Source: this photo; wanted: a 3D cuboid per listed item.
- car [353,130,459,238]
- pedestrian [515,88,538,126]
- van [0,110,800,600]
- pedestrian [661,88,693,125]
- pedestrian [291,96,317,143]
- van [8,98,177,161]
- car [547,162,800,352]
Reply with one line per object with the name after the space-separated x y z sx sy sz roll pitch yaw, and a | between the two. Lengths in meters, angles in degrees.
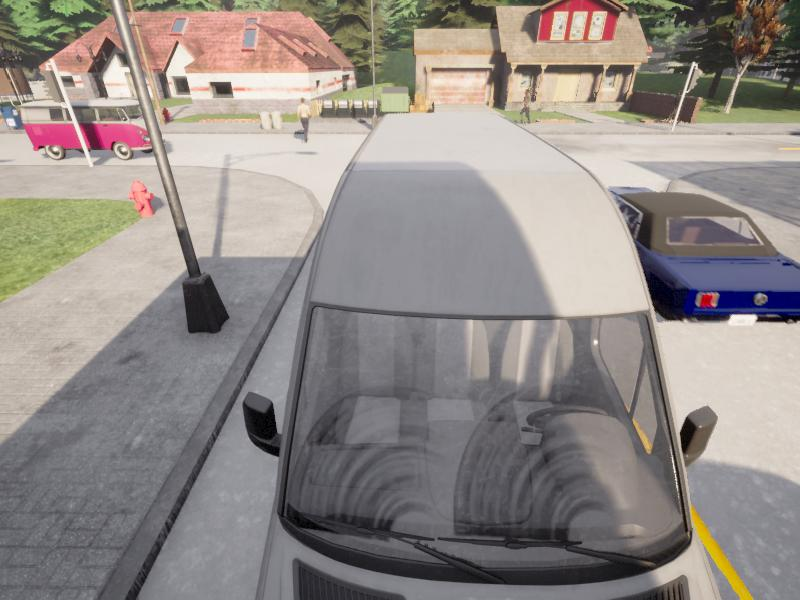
-0.057 -2.928 9.493 1.789 1.549 3.705 -5 31 -8 | car
7.081 -10.805 22.427 0.751 1.860 0.751 -1 30 -2 | pedestrian
0.419 0.049 3.431 1.988 2.561 5.915 1 30 2 | van
15.742 -11.026 22.806 0.751 1.860 0.751 2 30 4 | pedestrian
-4.288 -8.102 18.002 0.751 1.860 0.751 3 30 5 | pedestrian
-11.350 -6.450 15.095 4.442 1.987 1.775 0 30 1 | van
4.226 -1.121 6.655 1.895 1.301 4.718 1 30 1 | car
